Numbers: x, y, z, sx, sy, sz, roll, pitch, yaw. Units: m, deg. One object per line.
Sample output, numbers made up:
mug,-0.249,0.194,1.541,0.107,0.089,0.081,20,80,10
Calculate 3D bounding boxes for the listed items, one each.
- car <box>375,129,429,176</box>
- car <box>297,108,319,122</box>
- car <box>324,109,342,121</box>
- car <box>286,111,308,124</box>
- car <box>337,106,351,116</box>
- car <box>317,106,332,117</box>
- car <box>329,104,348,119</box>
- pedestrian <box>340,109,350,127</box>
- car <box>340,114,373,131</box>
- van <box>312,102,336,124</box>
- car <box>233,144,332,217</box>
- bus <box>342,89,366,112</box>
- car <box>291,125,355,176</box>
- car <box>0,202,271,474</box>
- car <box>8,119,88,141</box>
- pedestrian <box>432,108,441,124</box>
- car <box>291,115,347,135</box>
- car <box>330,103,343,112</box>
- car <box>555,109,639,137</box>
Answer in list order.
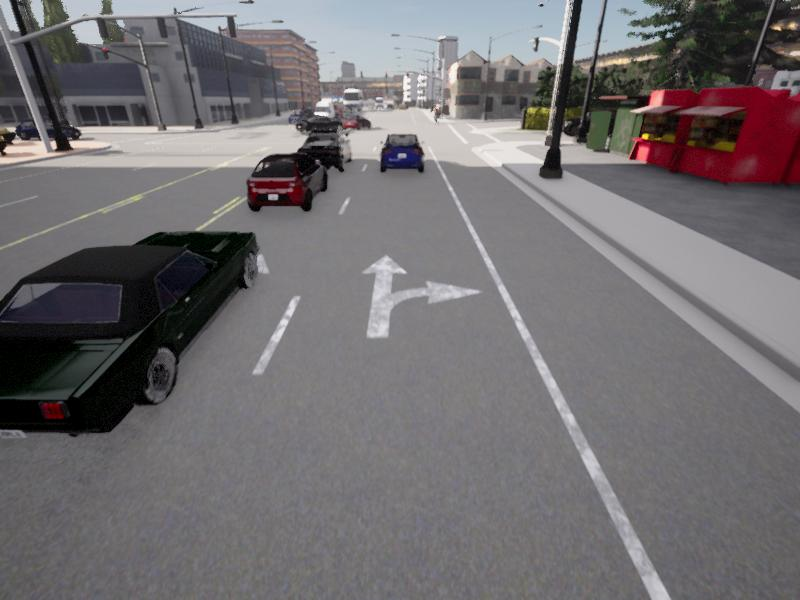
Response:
car,0.102,-6.947,18.568,2.163,1.488,4.792,0,27,0
car,-13.629,-27.589,59.583,1.930,1.638,5.238,0,27,1
car,-10.051,-27.926,60.436,1.812,1.442,4.674,0,27,1
car,-13.678,-24.374,53.398,1.816,1.474,4.193,0,27,0
car,-10.065,-34.202,72.448,1.812,1.442,4.674,0,28,0
car,-13.569,-34.093,72.202,1.837,1.490,4.892,0,28,0
car,-10.092,-31.265,66.224,2.150,2.045,5.566,0,28,0
pedestrian,-6.495,-21.477,47.131,0.751,1.860,0.751,-14,30,-26
car,-4.560,-18.967,42.693,1.994,1.385,4.181,8,28,17
van,-10.164,-25.176,53.790,1.988,2.561,5.915,0,27,0
car,-3.438,-3.910,12.638,1.816,1.474,4.193,0,27,0
bus,-9.856,-43.316,86.810,3.944,4.253,10.273,0,27,0
car,-3.388,-7.110,18.730,1.930,1.638,5.238,0,27,0
car,-3.477,-0.095,5.402,1.895,1.301,4.718,0,27,0
car,-27.107,-13.136,30.904,4.193,1.474,1.816,0,26,1
pedestrian,4.703,-23.759,51.657,0.751,1.860,0.751,-9,28,-18
car,-7.471,-16.416,37.383,1.882,1.535,5.008,19,32,34
car,-13.490,-40.852,84.978,1.882,1.535,5.008,0,27,0
car,16.270,-14.751,33.363,5.566,2.045,2.150,0,26,1
